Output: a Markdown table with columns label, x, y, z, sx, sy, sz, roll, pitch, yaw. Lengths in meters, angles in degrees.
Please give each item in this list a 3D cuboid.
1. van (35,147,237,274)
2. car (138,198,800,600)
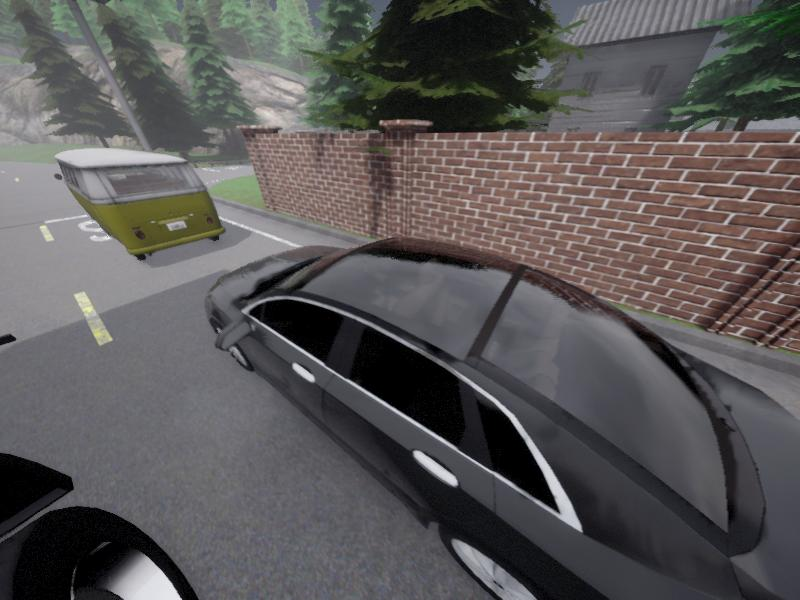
| label | x | y | z | sx | sy | sz | roll | pitch | yaw |
| --- | --- | --- | --- | --- | --- | --- | --- | --- | --- |
| van | -6.442 | -2.497 | 5.683 | 4.442 | 1.987 | 1.775 | 22 | 41 | 28 |
| car | -0.106 | 0.268 | 2.230 | 4.892 | 1.490 | 1.837 | 22 | 40 | 28 |
